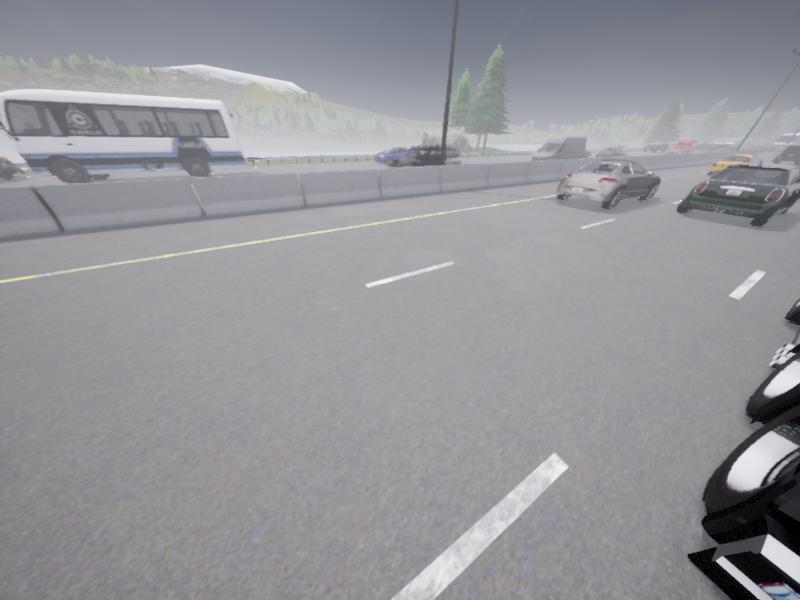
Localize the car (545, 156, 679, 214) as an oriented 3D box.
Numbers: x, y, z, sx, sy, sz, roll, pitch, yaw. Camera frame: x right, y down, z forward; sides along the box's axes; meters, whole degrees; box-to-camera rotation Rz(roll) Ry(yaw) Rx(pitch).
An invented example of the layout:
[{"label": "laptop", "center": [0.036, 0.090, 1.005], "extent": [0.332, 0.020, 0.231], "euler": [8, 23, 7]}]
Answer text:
[{"label": "car", "center": [9.226, -5.187, 10.098], "extent": [5.027, 1.651, 2.152], "euler": [-17, 39, -24]}]

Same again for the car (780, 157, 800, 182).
[{"label": "car", "center": [29.321, -9.179, 16.142], "extent": [3.806, 1.475, 1.970], "euler": [-18, 39, -24]}]

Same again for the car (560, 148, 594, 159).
[{"label": "car", "center": [26.569, -22.006, 34.664], "extent": [4.718, 1.301, 1.895], "euler": [-18, 39, -24]}]

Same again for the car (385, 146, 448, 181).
[{"label": "car", "center": [1.134, -9.625, 16.149], "extent": [3.866, 1.878, 1.905], "euler": [-18, 39, -24]}]

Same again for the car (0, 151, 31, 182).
[{"label": "car", "center": [-26.247, -7.710, 13.459], "extent": [4.514, 1.525, 2.007], "euler": [-18, 39, -24]}]

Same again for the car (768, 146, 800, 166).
[{"label": "car", "center": [45.705, -16.819, 26.892], "extent": [3.866, 1.878, 1.905], "euler": [-18, 39, -24]}]

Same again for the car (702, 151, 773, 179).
[{"label": "car", "center": [26.372, -10.585, 18.040], "extent": [5.366, 1.575, 1.801], "euler": [-18, 39, -24]}]

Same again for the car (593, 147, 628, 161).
[{"label": "car", "center": [29.879, -20.828, 32.851], "extent": [4.193, 1.474, 1.816], "euler": [-18, 39, -24]}]

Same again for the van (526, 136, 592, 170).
[{"label": "van", "center": [15.520, -14.440, 22.620], "extent": [5.915, 2.561, 1.988], "euler": [-18, 39, -23]}]

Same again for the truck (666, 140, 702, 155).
[{"label": "truck", "center": [58.235, -31.396, 47.403], "extent": [5.204, 2.467, 2.627], "euler": [-18, 39, -24]}]

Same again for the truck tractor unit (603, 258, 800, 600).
[{"label": "truck tractor unit", "center": [5.099, -0.314, 0.794], "extent": [6.516, 4.208, 3.053], "euler": [-19, 39, -25]}]

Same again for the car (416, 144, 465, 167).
[{"label": "car", "center": [4.190, -15.174, 24.149], "extent": [4.605, 1.855, 1.932], "euler": [-17, 39, -24]}]

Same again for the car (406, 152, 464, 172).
[{"label": "car", "center": [3.093, -12.293, 20.514], "extent": [4.718, 1.301, 1.895], "euler": [-18, 39, -24]}]

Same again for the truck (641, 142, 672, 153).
[{"label": "truck", "center": [57.912, -34.532, 52.220], "extent": [6.274, 2.098, 2.390], "euler": [-18, 39, -24]}]

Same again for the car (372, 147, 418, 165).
[{"label": "car", "center": [-0.508, -15.841, 25.365], "extent": [4.514, 1.525, 2.007], "euler": [-18, 39, -24]}]

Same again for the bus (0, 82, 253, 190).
[{"label": "bus", "center": [-15.659, -9.796, 14.171], "extent": [10.273, 4.253, 3.944], "euler": [-17, 39, -24]}]

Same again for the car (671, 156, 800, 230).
[{"label": "car", "center": [12.689, -4.056, 8.360], "extent": [4.553, 1.767, 2.097], "euler": [-18, 39, -24]}]
